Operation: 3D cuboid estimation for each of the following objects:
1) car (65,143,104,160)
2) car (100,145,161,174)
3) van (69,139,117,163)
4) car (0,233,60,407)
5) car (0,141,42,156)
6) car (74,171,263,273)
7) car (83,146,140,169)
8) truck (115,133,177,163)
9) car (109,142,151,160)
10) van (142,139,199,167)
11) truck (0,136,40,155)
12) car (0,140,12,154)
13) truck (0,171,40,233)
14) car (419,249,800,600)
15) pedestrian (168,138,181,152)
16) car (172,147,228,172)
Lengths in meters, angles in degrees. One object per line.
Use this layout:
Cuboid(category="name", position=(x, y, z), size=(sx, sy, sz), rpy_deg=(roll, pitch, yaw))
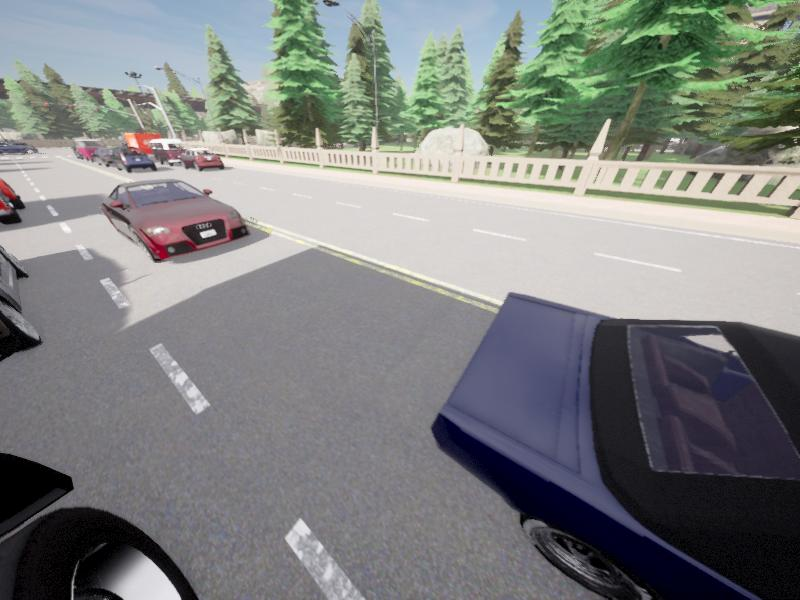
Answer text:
Cuboid(category="car", position=(-36.803, -17.401, 26.983), size=(3.705, 1.549, 1.789), rpy_deg=(22, 41, 28))
Cuboid(category="car", position=(-20.730, -10.878, 17.804), size=(3.988, 1.617, 1.851), rpy_deg=(22, 41, 28))
Cuboid(category="van", position=(-32.083, -15.656, 24.167), size=(4.442, 1.987, 1.775), rpy_deg=(22, 41, 28))
Cuboid(category="car", position=(-6.541, -0.186, 2.721), size=(5.238, 1.638, 1.930), rpy_deg=(22, 41, 28))
Cuboid(category="car", position=(-52.592, -20.219, 30.794), size=(2.152, 1.651, 5.027), rpy_deg=(22, 41, 28))
Cuboid(category="car", position=(-5.860, -2.258, 5.890), size=(4.181, 1.385, 1.994), rpy_deg=(22, 40, 27))
Cuboid(category="car", position=(-26.266, -13.046, 21.022), size=(5.357, 1.411, 2.033), rpy_deg=(22, 41, 28))
Cuboid(category="truck", position=(-27.054, -16.268, 24.659), size=(5.204, 2.467, 2.627), rpy_deg=(22, 41, 28))
Cuboid(category="car", position=(-33.201, -18.424, 28.402), size=(4.856, 1.649, 2.033), rpy_deg=(22, 41, 28))
Cuboid(category="van", position=(-21.373, -13.777, 21.540), size=(4.480, 2.038, 2.069), rpy_deg=(22, 41, 28))
Cuboid(category="truck", position=(-55.827, -21.281, 31.861), size=(2.390, 2.098, 6.274), rpy_deg=(22, 41, 28))
Cuboid(category="car", position=(-59.613, -21.513, 32.567), size=(2.033, 1.649, 4.856), rpy_deg=(22, 41, 28))
Cuboid(category="truck", position=(-13.742, -3.466, 6.578), size=(5.204, 2.467, 2.627), rpy_deg=(22, 41, 28))
Cuboid(category="car", position=(2.632, 1.228, 1.072), size=(4.718, 1.301, 1.895), rpy_deg=(22, 41, 28))
Cuboid(category="pedestrian", position=(-36.824, -25.377, 37.741), size=(0.751, 1.860, 0.751), rpy_deg=(23, 41, 29))
Cuboid(category="car", position=(-16.257, -11.462, 18.784), size=(3.806, 1.475, 1.970), rpy_deg=(22, 40, 28))
